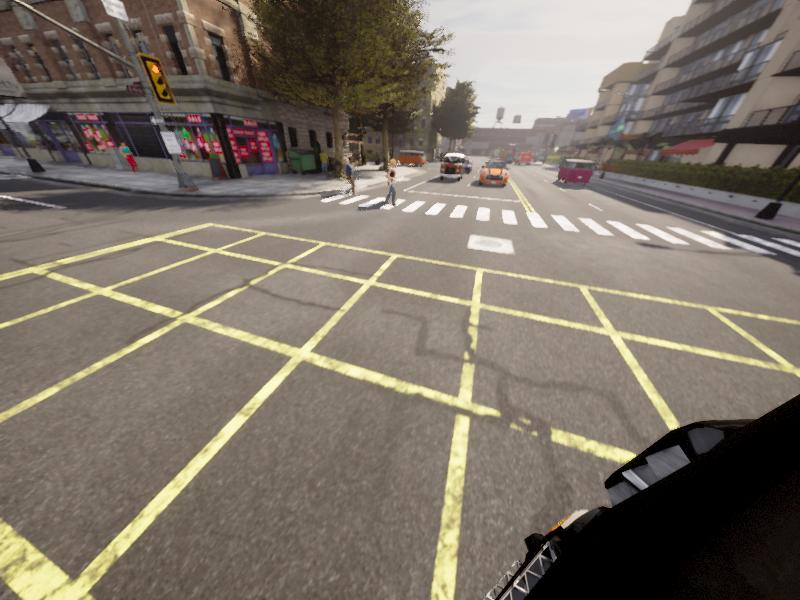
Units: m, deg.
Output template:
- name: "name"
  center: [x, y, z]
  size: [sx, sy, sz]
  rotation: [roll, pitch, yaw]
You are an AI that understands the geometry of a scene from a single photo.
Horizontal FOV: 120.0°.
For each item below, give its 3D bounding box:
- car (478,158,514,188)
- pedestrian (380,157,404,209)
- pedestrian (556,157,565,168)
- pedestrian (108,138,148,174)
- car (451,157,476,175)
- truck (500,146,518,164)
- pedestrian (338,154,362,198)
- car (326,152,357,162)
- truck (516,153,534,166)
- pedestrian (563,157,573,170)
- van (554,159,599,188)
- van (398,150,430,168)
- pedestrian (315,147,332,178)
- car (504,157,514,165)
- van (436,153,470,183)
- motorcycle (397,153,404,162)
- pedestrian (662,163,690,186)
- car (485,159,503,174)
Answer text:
- name: "car"
  center: [7.823, -10.557, 19.024]
  size: [2.097, 1.767, 4.553]
  rotation: [12, 34, 14]
- name: "pedestrian"
  center: [-0.336, -4.999, 9.870]
  size: [0.751, 1.860, 0.751]
  rotation: [12, 34, 14]
- name: "pedestrian"
  center: [32.713, -28.066, 47.096]
  size: [0.751, 1.860, 0.751]
  rotation: [9, 34, 10]
- name: "pedestrian"
  center: [-17.278, -9.143, 14.726]
  size: [0.751, 1.860, 0.751]
  rotation: [13, 35, 16]
- name: "car"
  center: [7.718, -16.297, 27.932]
  size: [2.152, 1.651, 5.027]
  rotation: [12, 34, 14]
- name: "truck"
  center: [28.812, -38.665, 61.515]
  size: [2.891, 3.827, 8.468]
  rotation: [12, 34, 14]
- name: "pedestrian"
  center: [-2.501, -6.269, 11.655]
  size: [0.751, 1.860, 0.751]
  rotation: [15, 35, 18]
- name: "car"
  center: [-9.875, -24.442, 39.421]
  size: [4.718, 1.301, 1.895]
  rotation: [12, 34, 15]
- name: "truck"
  center: [29.701, -33.579, 55.059]
  size: [2.627, 2.467, 5.204]
  rotation: [12, 34, 14]
- name: "pedestrian"
  center: [29.150, -23.657, 40.121]
  size: [0.751, 1.860, 0.751]
  rotation: [30, 42, 35]
- name: "van"
  center: [16.133, -11.861, 21.421]
  size: [1.775, 1.987, 4.442]
  rotation: [12, 34, 14]
- name: "van"
  center: [1.992, -21.280, 34.800]
  size: [4.442, 1.987, 1.775]
  rotation: [23, 38, 29]
- name: "pedestrian"
  center: [-5.628, -10.167, 17.104]
  size: [0.751, 1.860, 0.751]
  rotation: [7, 33, 7]
- name: "car"
  center: [25.905, -33.183, 55.013]
  size: [1.789, 1.549, 3.705]
  rotation: [12, 34, 14]
- name: "van"
  center: [4.771, -11.790, 20.467]
  size: [2.069, 2.038, 4.480]
  rotation: [12, 34, 14]
- name: "motorcycle"
  center: [0.114, -28.009, 45.336]
  size: [0.764, 1.277, 2.356]
  rotation: [-13, 35, -5]
- name: "pedestrian"
  center: [26.380, -11.985, 22.120]
  size: [0.751, 1.860, 0.751]
  rotation: [12, 34, 14]
- name: "car"
  center: [12.592, -18.007, 30.997]
  size: [1.837, 1.490, 4.892]
  rotation: [12, 35, 14]
